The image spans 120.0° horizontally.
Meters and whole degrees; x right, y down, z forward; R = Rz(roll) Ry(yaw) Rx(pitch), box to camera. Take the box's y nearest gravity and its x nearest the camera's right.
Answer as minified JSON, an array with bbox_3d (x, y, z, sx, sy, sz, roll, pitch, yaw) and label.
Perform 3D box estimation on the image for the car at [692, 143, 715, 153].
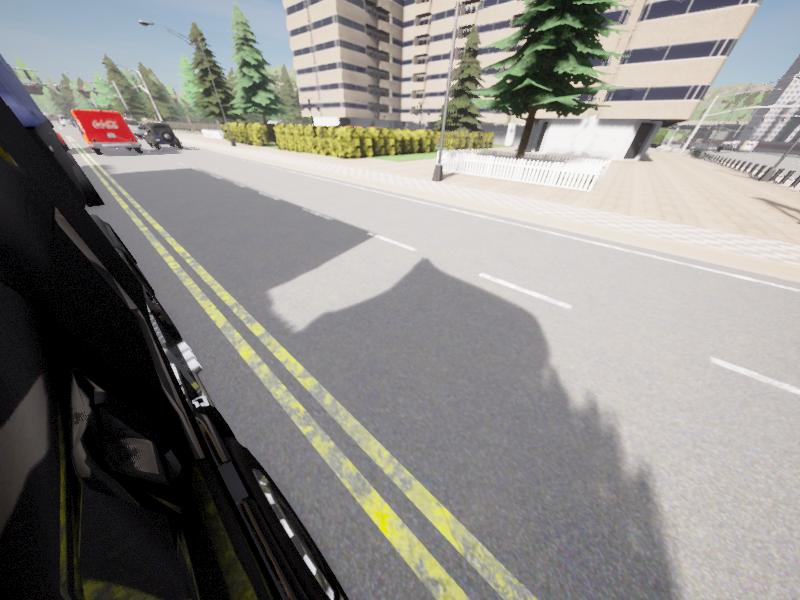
[{"bbox_3d":[68.833,-34.535,52.456,2.038,1.542,4.974,28,43,30],"label":"car"}]

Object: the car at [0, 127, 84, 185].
[{"bbox_3d":[-15.842,-6.210,9.746,4.611,1.667,2.242,27,43,30],"label":"car"}]

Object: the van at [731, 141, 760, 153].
[{"bbox_3d":[91.540,-40.723,61.285,2.351,2.431,6.366,28,43,30],"label":"van"}]

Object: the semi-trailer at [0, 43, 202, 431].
[{"bbox_3d":[-8.704,-3.578,4.255,14.254,4.402,2.717,28,44,30],"label":"semi-trailer"}]

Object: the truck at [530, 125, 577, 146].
[{"bbox_3d":[37.345,-40.366,56.681,8.468,3.827,2.891,28,44,30],"label":"truck"}]

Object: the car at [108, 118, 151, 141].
[{"bbox_3d":[-33.618,-21.179,28.662,5.566,2.045,2.150,28,44,30],"label":"car"}]

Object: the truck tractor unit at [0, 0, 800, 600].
[{"bbox_3d":[-2.645,-0.295,0.351,6.516,4.208,3.053,28,44,30],"label":"truck tractor unit"}]

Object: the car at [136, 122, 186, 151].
[{"bbox_3d":[-21.440,-14.706,20.709,3.866,1.878,1.905,28,44,30],"label":"car"}]

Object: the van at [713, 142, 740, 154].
[{"bbox_3d":[71.786,-33.488,50.827,2.069,2.038,4.480,28,43,30],"label":"van"}]

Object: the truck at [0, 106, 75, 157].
[{"bbox_3d":[-24.847,-11.285,15.430,5.204,2.467,2.627,28,44,30],"label":"truck"}]

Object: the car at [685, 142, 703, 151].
[{"bbox_3d":[77.502,-40.516,60.930,2.033,1.649,4.856,28,43,30],"label":"car"}]

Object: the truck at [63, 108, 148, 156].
[{"bbox_3d":[-21.572,-12.290,16.946,5.204,2.467,2.627,27,43,31],"label":"truck"}]
